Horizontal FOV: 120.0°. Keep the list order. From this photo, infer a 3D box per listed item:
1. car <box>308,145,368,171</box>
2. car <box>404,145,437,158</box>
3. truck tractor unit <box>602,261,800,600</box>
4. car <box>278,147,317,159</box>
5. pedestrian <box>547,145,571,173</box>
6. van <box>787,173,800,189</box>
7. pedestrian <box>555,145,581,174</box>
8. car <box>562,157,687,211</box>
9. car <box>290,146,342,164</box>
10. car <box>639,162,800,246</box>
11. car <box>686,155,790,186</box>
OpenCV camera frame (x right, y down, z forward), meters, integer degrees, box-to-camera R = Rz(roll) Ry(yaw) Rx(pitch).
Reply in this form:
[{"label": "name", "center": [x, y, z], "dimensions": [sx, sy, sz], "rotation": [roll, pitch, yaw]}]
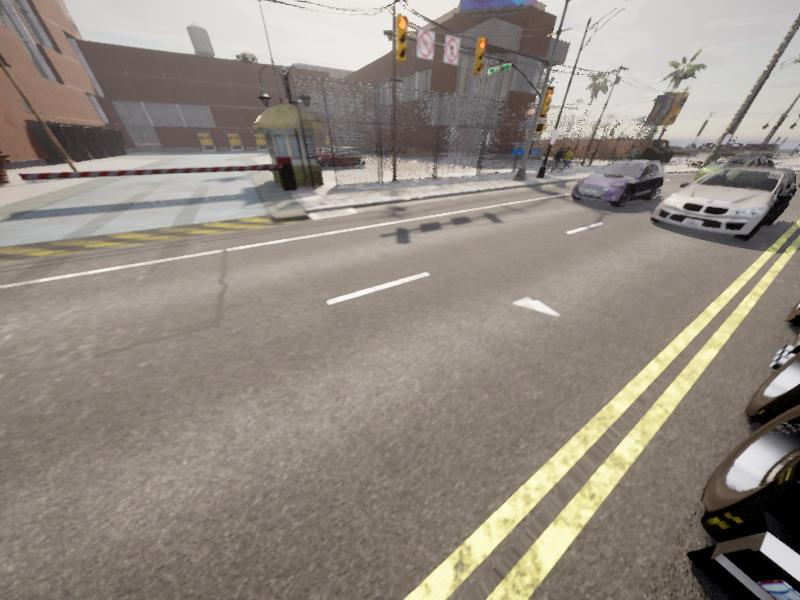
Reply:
[{"label": "car", "center": [-5.461, -12.757, 20.593], "dimensions": [4.553, 1.767, 2.185], "rotation": [-18, 39, -25]}, {"label": "car", "center": [3.160, -23.046, 35.789], "dimensions": [4.674, 1.452, 2.002], "rotation": [-18, 39, -25]}, {"label": "truck tractor unit", "center": [5.108, -0.301, 0.795], "dimensions": [6.516, 4.208, 3.053], "rotation": [-18, 39, -24]}, {"label": "car", "center": [-14.822, -21.376, 33.470], "dimensions": [4.718, 1.301, 1.895], "rotation": [-18, 39, -25]}, {"label": "pedestrian", "center": [12.405, -11.027, 18.088], "dimensions": [0.751, 1.860, 0.751], "rotation": [-18, 39, -25]}, {"label": "van", "center": [27.117, -7.835, 13.358], "dimensions": [5.915, 2.561, 1.988], "rotation": [-7, 35, -11]}, {"label": "pedestrian", "center": [12.793, -10.733, 17.669], "dimensions": [0.751, 1.860, 0.751], "rotation": [-14, 37, -20]}, {"label": "car", "center": [10.140, -5.429, 10.518], "dimensions": [4.856, 1.649, 2.033], "rotation": [-17, 38, -23]}, {"label": "car", "center": [-9.355, -16.395, 26.013], "dimensions": [5.008, 1.535, 2.097], "rotation": [-18, 39, -25]}, {"label": "car", "center": [10.599, -3.309, 7.432], "dimensions": [4.611, 1.667, 2.242], "rotation": [-17, 39, -24]}, {"label": "car", "center": [22.599, -8.764, 15.538], "dimensions": [4.514, 1.525, 2.007], "rotation": [-9, 36, -13]}]
